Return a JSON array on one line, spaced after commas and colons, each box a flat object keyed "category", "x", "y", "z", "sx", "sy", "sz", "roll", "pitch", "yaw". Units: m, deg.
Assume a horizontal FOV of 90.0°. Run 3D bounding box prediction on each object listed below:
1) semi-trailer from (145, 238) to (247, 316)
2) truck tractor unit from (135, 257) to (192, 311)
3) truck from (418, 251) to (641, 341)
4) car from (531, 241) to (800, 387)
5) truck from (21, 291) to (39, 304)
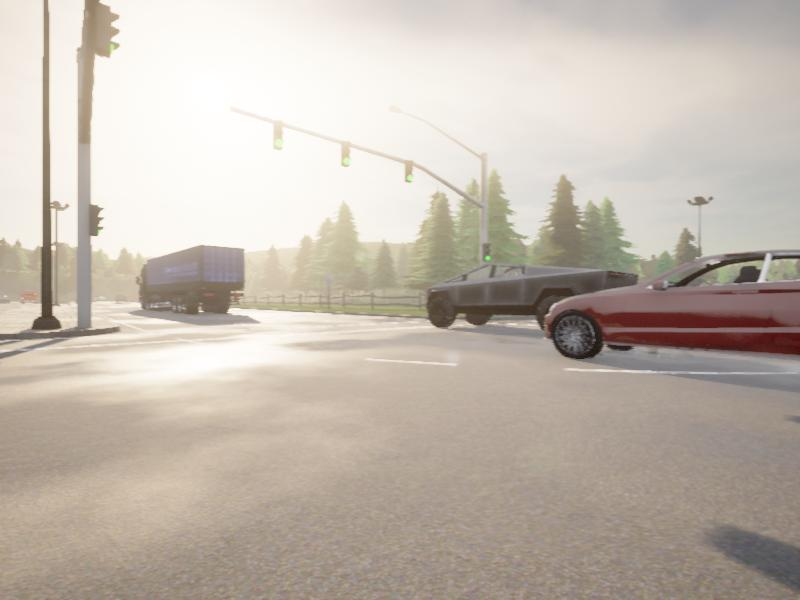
[{"category": "semi-trailer", "x": -15.241, "y": -1.319, "z": 28.841, "sx": 2.717, "sy": 4.402, "sz": 14.254, "roll": 0, "pitch": 0, "yaw": -43}, {"category": "truck tractor unit", "x": -20.607, "y": -1.243, "z": 34.666, "sx": 3.053, "sy": 4.208, "sz": 6.516, "roll": -1, "pitch": 1, "yaw": -42}, {"category": "truck", "x": 3.598, "y": -0.101, "z": 12.488, "sx": 2.390, "sy": 2.098, "sz": 6.274, "roll": 0, "pitch": 0, "yaw": -41}, {"category": "car", "x": 4.773, "y": 0.158, "z": 5.857, "sx": 2.152, "sy": 1.651, "sz": 5.027, "roll": 0, "pitch": 0, "yaw": -41}, {"category": "truck", "x": -75.324, "y": -0.512, "z": 81.412, "sx": 2.627, "sy": 2.467, "sz": 5.204, "roll": 0, "pitch": 0, "yaw": -43}]
